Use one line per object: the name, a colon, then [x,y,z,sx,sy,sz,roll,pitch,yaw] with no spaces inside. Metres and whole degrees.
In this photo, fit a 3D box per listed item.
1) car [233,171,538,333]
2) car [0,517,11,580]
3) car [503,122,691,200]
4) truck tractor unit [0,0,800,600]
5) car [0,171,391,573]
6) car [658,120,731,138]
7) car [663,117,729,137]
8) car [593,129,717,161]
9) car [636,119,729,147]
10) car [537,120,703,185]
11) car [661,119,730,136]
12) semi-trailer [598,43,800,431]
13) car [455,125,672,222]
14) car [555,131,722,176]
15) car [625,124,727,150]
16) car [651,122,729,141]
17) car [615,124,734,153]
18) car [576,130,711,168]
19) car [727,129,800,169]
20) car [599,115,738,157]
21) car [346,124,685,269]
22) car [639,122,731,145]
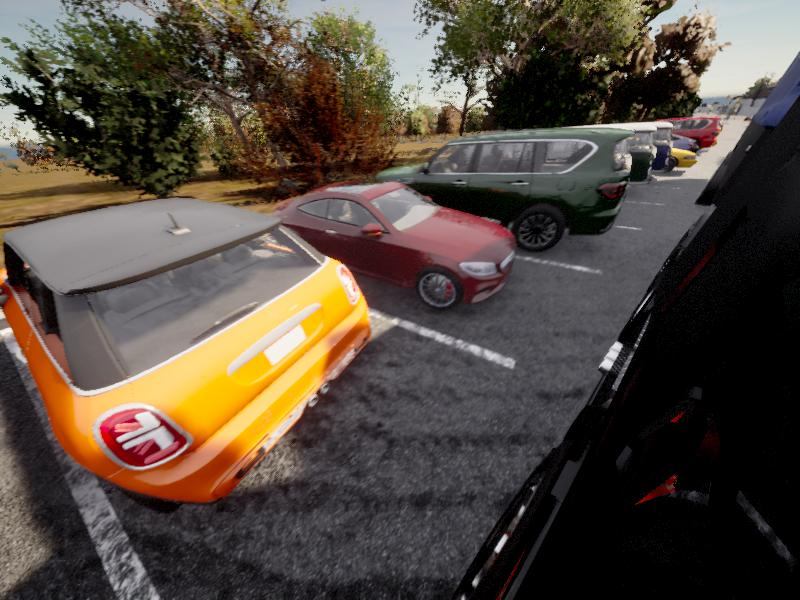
car: [-0.410,-1.314,4.207,4.674,1.452,2.002,17,40,25]
car: [-4.998,0.961,1.148,4.553,1.767,2.185,17,40,25]
car: [6.512,-5.124,8.464,4.442,1.987,1.878,17,40,25]
truck tractor unit: [2.645,-0.295,0.352,6.516,4.208,3.053,-28,44,-30]
car: [-2.669,-0.226,2.603,4.553,1.767,2.185,17,41,25]
car: [35.659,-20.845,28.222,5.008,1.535,2.097,16,40,24]
car: [37.804,-22.217,29.728,4.553,1.767,2.185,15,40,23]
car: [15.551,-9.780,14.608,4.792,1.488,2.163,17,40,25]
car: [24.592,-14.758,20.495,4.553,1.767,2.185,17,41,25]
car: [8.789,-6.335,9.955,4.442,1.987,1.878,17,40,25]
car: [39.838,-23.416,31.425,5.366,1.575,1.946,15,40,23]
semi-trailer: [8.695,-3.588,4.255,14.254,4.402,2.717,-28,44,-30]
car: [4.236,-3.914,6.975,4.442,1.987,1.878,17,40,25]
car: [11.134,-7.344,11.543,5.366,1.575,1.946,17,40,25]
car: [22.325,-13.443,19.076,4.892,1.521,2.231,17,41,25]
car: [31.226,-18.336,25.168,4.792,1.488,2.163,16,41,24]
car: [20.226,-12.187,17.506,5.366,1.575,1.946,17,40,25]
car: [13.221,-8.582,13.139,4.792,1.488,2.163,17,41,25]
car: [19.446,-8.056,12.176,4.181,1.385,1.994,-28,44,-30]
car: [17.760,-11.228,15.951,5.566,2.045,2.435,17,41,25]
car: [1.829,-2.762,5.531,5.566,2.045,2.435,17,41,25]
car: [26.817,-15.885,22.087,5.008,1.535,2.097,17,41,25]
